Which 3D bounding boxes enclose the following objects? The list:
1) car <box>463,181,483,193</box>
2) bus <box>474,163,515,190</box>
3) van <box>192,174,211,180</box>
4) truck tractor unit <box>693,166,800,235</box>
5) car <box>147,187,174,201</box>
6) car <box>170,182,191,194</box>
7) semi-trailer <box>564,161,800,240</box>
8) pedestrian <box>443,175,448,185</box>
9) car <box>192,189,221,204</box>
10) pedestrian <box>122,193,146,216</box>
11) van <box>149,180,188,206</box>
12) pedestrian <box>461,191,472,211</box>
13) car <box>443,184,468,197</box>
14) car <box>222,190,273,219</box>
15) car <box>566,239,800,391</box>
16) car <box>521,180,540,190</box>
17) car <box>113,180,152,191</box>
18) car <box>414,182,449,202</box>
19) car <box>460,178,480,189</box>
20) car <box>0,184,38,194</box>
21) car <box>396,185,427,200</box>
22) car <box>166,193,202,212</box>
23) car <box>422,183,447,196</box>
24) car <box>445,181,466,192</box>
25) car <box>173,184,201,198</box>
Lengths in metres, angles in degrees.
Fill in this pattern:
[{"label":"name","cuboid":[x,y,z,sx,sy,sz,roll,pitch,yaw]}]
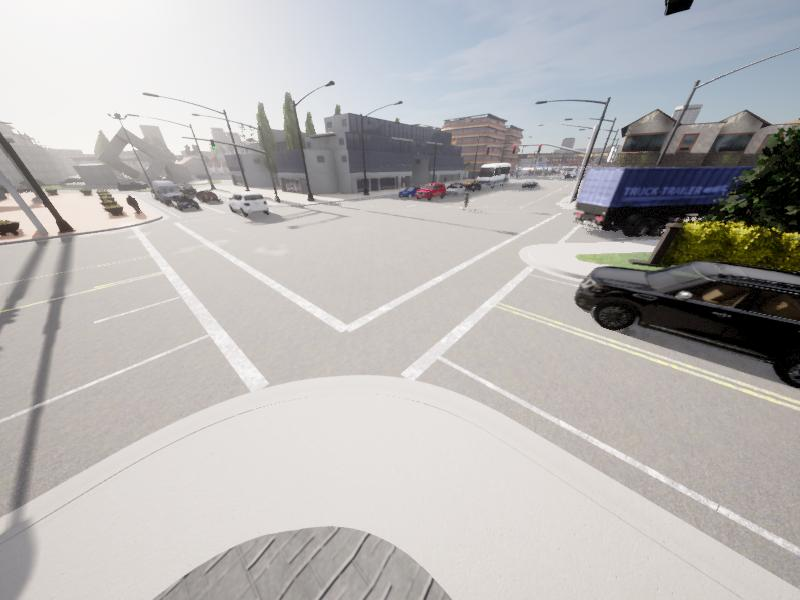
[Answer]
[{"label":"car","cuboid":[13.383,-20.697,42.256,1.816,1.474,4.193,23,38,34]},{"label":"bus","cuboid":[19.637,-25.762,47.774,3.944,4.253,10.273,23,39,34]},{"label":"van","cuboid":[-70.146,-43.594,81.830,4.442,1.987,1.775,-2,30,-4]},{"label":"truck tractor unit","cuboid":[27.437,-7.362,16.835,6.516,4.208,3.053,-3,30,-5]},{"label":"car","cuboid":[-35.140,-15.621,33.838,3.633,1.501,1.845,22,37,33]},{"label":"car","cuboid":[-39.723,-20.263,41.765,1.930,1.638,5.238,-26,39,-37]},{"label":"semi-trailer","cuboid":[19.584,-6.957,15.935,14.254,4.402,2.717,-4,30,-7]},{"label":"pedestrian","cuboid":[10.399,-27.360,52.699,0.751,1.860,0.751,15,33,24]},{"label":"car","cuboid":[-26.306,-14.173,31.384,4.193,1.474,1.816,23,37,34]},{"label":"pedestrian","cuboid":[-24.890,-8.974,21.646,0.751,1.860,0.751,-20,36,-31]},{"label":"van","cuboid":[-29.986,-13.922,29.886,5.915,2.561,1.988,23,37,34]},{"label":"pedestrian","cuboid":[6.984,-10.429,24.432,0.751,1.860,0.751,1,30,1]},{"label":"car","cuboid":[9.175,-18.068,37.952,1.812,1.442,4.674,23,38,34]},{"label":"car","cuboid":[-15.171,-9.600,22.905,5.566,2.045,2.150,23,37,35]},{"label":"car","cuboid":[8.109,0.151,6.006,5.566,2.045,2.150,23,37,34]},{"label":"car","cuboid":[25.654,-22.743,45.440,1.895,1.301,4.718,23,39,34]},{"label":"car","cuboid":[-53.561,-22.981,46.444,4.611,1.667,2.242,-21,36,-31]},{"label":"car","cuboid":[4.495,-15.481,32.969,2.150,2.045,5.566,23,37,34]},{"label":"car","cuboid":[14.715,-24.380,48.283,1.882,1.535,5.008,23,39,34]},{"label":"car","cuboid":[-70.160,-20.144,41.791,5.357,1.411,2.033,0,30,1]},{"label":"car","cuboid":[1.789,-16.373,35.030,1.882,1.535,5.008,22,37,34]},{"label":"car","cuboid":[-24.281,-11.043,25.962,4.193,1.474,1.816,23,37,34]},{"label":"car","cuboid":[5.948,-18.877,39.331,1.837,1.490,4.892,22,38,34]},{"label":"car","cuboid":[10.656,-21.736,44.166,1.994,1.385,4.181,24,39,35]},{"label":"car","cuboid":[-34.663,-17.825,37.543,5.238,1.638,1.930,23,37,34]}]
